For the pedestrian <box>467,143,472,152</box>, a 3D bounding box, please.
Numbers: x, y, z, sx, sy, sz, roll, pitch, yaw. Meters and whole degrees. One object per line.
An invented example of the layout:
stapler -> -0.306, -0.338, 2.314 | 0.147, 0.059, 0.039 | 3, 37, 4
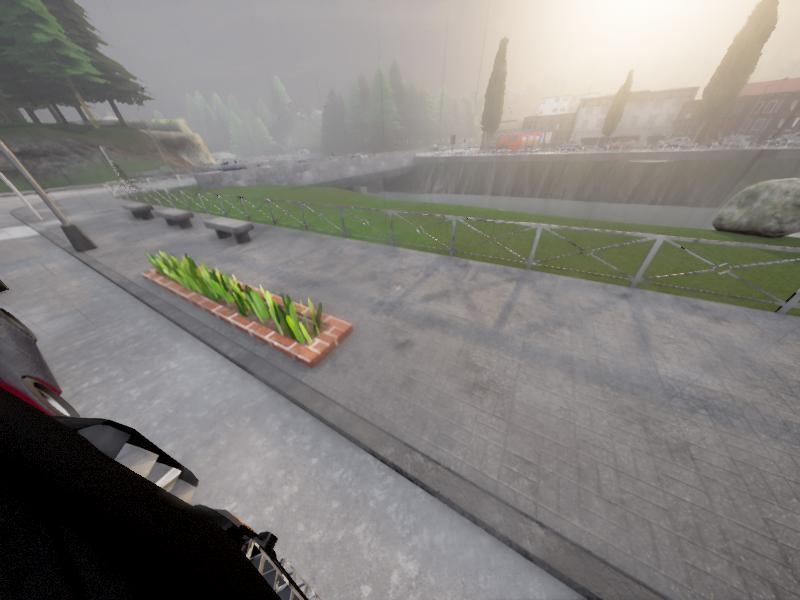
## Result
pedestrian -> 17.699, -38.869, 59.048 | 0.751, 1.860, 0.751 | 26, 43, 36

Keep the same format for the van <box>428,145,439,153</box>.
van -> 11.134, -50.065, 76.419 | 2.069, 2.038, 4.480 | 16, 38, 26

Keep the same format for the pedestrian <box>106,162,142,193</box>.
pedestrian -> -19.938, -8.839, 16.702 | 0.751, 1.860, 0.751 | 16, 38, 26

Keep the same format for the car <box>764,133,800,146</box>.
car -> 57.338, -23.544, 33.761 | 3.806, 1.475, 1.970 | 16, 38, 26

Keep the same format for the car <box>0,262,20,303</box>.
car -> -9.792, -0.753, 4.424 | 4.193, 1.474, 1.816 | 16, 38, 26

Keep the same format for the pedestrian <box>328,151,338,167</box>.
pedestrian -> -9.249, -19.488, 31.927 | 0.751, 1.860, 0.751 | 16, 38, 26

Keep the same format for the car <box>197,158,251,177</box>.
car -> -22.141, -16.845, 29.297 | 2.242, 1.667, 4.611 | 16, 38, 26

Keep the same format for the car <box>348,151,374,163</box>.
car -> -7.238, -27.159, 43.824 | 2.038, 1.542, 4.974 | 16, 38, 26

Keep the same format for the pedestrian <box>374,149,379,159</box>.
pedestrian -> -5.432, -33.303, 52.575 | 0.751, 1.860, 0.751 | 5, 34, 11

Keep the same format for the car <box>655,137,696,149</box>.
car -> 46.550, -26.637, 39.186 | 3.806, 1.475, 1.970 | 16, 38, 26

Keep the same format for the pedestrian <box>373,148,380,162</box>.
pedestrian -> -4.013, -24.781, 39.492 | 0.751, 1.860, 0.751 | 19, 39, 29

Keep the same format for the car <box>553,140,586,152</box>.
car -> 33.458, -30.458, 45.737 | 4.856, 1.649, 2.033 | 16, 38, 26

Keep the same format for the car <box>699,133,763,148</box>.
car -> 51.915, -25.169, 36.445 | 5.238, 1.638, 1.930 | 16, 38, 26

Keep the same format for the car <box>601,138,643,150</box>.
car -> 40.363, -28.473, 42.261 | 5.027, 1.651, 2.152 | 16, 38, 26

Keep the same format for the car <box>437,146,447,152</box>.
car -> 14.960, -53.612, 81.990 | 2.007, 1.525, 4.514 | 16, 38, 26

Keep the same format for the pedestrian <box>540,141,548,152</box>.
pedestrian -> 28.346, -30.218, 45.492 | 0.751, 1.860, 0.751 | 8, 35, 16

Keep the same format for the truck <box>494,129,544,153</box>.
truck -> 25.197, -33.728, 49.260 | 8.468, 3.827, 2.891 | 16, 38, 26

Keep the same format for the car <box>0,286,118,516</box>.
car -> -4.700, 0.664, 1.877 | 3.633, 1.501, 1.845 | 16, 38, 26
